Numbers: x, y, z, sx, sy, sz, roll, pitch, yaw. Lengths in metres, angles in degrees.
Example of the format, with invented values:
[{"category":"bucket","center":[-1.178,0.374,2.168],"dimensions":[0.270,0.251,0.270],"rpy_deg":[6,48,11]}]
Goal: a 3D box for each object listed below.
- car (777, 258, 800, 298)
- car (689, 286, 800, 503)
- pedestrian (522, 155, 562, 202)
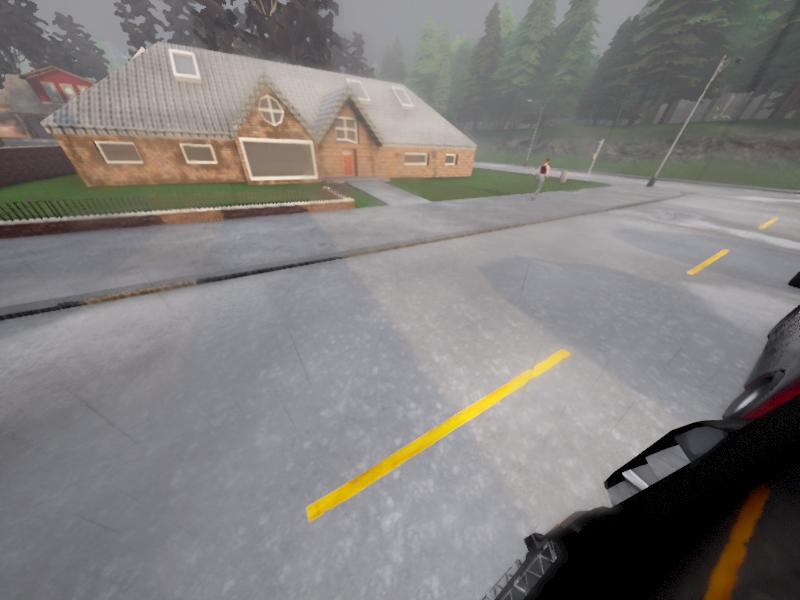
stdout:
[{"category":"car","center":[9.822,-0.868,4.463],"dimensions":[4.193,1.474,1.816],"rpy_deg":[-16,38,-25]},{"category":"car","center":[4.776,0.606,1.886],"dimensions":[3.633,1.501,1.845],"rpy_deg":[-16,38,-26]},{"category":"pedestrian","center":[6.671,-5.737,10.953],"dimensions":[0.751,1.860,0.751],"rpy_deg":[-13,37,-21]}]
